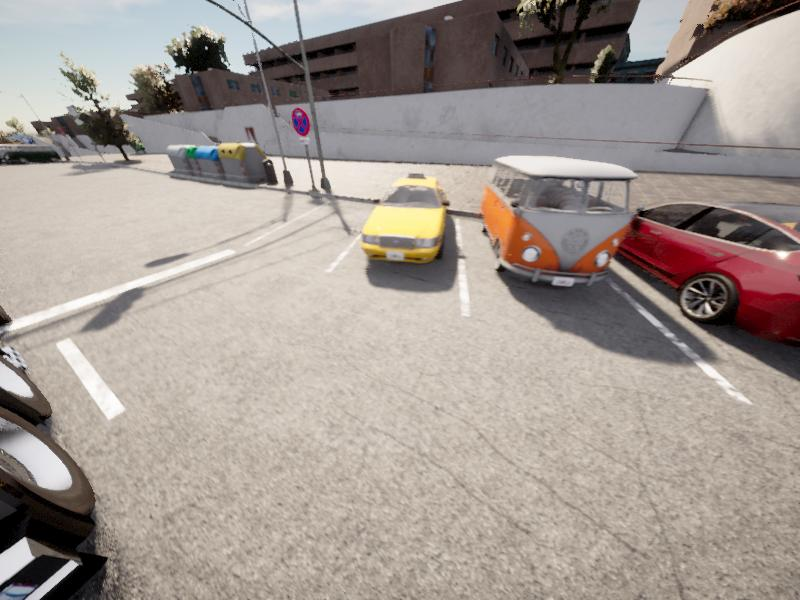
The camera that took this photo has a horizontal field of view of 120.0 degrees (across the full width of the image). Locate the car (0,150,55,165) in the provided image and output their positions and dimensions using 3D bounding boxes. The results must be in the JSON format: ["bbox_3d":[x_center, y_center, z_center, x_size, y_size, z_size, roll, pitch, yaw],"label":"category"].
[{"bbox_3d":[-52.638,-19.725,31.816,1.946,1.575,5.366,5,34,9],"label":"car"}]

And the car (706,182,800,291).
[{"bbox_3d":[8.178,-0.298,3.037,1.946,1.575,5.366,5,34,8],"label":"car"}]

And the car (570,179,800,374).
[{"bbox_3d":[5.567,-1.024,4.160,2.163,1.488,4.792,5,35,8],"label":"car"}]

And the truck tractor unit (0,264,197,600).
[{"bbox_3d":[-5.117,-0.290,0.793,6.516,4.208,3.053,18,39,24],"label":"truck tractor unit"}]

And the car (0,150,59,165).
[{"bbox_3d":[-50.027,-19.011,30.723,2.002,1.452,4.674,5,34,9],"label":"car"}]

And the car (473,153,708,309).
[{"bbox_3d":[2.965,-1.994,5.129,1.878,1.987,4.442,6,35,8],"label":"car"}]

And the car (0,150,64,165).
[{"bbox_3d":[-47.456,-18.227,29.449,2.002,1.452,4.674,4,34,9],"label":"car"}]

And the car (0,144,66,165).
[{"bbox_3d":[-44.896,-17.605,27.937,1.878,1.987,4.442,5,34,9],"label":"car"}]

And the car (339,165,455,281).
[{"bbox_3d":[0.371,-2.612,6.432,1.946,1.575,5.366,6,35,8],"label":"car"}]
